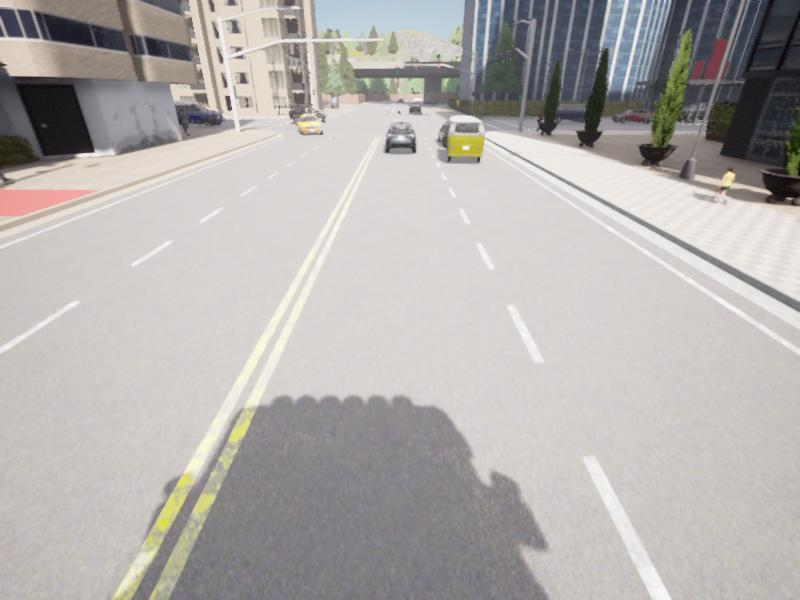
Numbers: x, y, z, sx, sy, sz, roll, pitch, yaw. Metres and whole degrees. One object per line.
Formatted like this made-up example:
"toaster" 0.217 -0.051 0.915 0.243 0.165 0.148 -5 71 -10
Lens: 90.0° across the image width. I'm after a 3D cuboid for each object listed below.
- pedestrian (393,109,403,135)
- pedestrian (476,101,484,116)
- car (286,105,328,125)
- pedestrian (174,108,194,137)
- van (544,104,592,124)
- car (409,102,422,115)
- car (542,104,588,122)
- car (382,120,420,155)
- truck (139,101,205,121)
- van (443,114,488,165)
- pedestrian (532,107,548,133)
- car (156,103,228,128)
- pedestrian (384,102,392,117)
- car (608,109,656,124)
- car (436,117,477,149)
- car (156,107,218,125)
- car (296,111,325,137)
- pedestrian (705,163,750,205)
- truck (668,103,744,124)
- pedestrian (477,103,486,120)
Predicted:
"pedestrian" -0.153 -14.289 32.103 0.751 1.860 0.751 -2 27 -4
"pedestrian" 11.071 -26.398 55.232 0.751 1.860 0.751 0 27 0
"car" -9.766 -19.608 42.348 3.866 1.878 1.905 0 27 0
"pedestrian" -15.631 -12.888 28.973 0.751 1.860 0.751 -22 35 -36
"van" 19.081 -21.303 45.679 4.442 1.987 1.775 0 27 0
"car" 2.382 -30.431 63.599 1.930 1.638 5.238 0 27 0
"car" 20.073 -22.866 48.821 4.605 1.855 1.932 0 27 0
"car" 0.055 -9.637 23.531 2.007 1.525 4.514 0 27 0
"truck" -27.405 -22.859 48.305 6.274 2.098 2.390 0 27 0
"van" 3.228 -8.350 20.562 1.775 1.987 4.442 2 27 3
"pedestrian" 11.223 -14.427 32.102 0.751 1.860 0.751 -3 27 -5
"car" -20.195 -18.052 39.111 5.566 2.045 2.150 -1 27 -2
"pedestrian" -1.679 -26.873 56.410 0.751 1.860 0.751 14 30 25
"car" 26.566 -21.087 45.858 4.193 1.474 1.816 0 27 0
"car" 3.562 -10.994 26.172 2.007 1.525 4.514 0 27 0
"car" -22.449 -19.479 42.299 5.238 1.638 1.930 0 27 0
"car" -7.350 -14.364 32.565 1.801 1.575 5.366 -7 28 -13
"pedestrian" 9.361 -3.323 11.461 0.500 1.100 0.500 0 27 -1
"truck" 34.895 -21.379 45.792 6.274 2.098 2.390 0 27 0
"pedestrian" 10.293 -23.867 50.669 0.751 1.860 0.751 -2 27 -3
